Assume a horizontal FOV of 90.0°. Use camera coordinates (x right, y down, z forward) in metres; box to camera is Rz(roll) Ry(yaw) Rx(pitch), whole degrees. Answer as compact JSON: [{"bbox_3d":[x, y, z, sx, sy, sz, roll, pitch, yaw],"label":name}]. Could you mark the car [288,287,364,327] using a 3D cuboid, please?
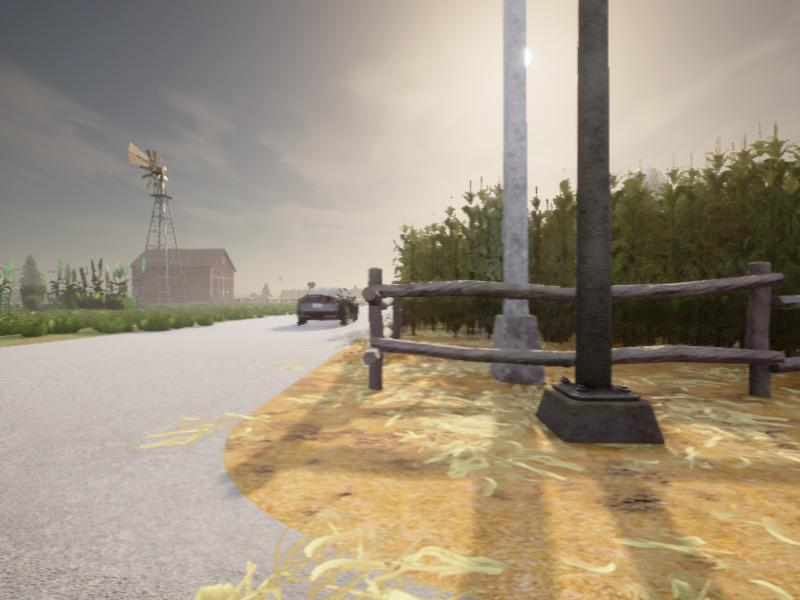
[{"bbox_3d":[-2.948,0.251,17.086,2.163,1.488,4.792,0,0,2],"label":"car"}]
